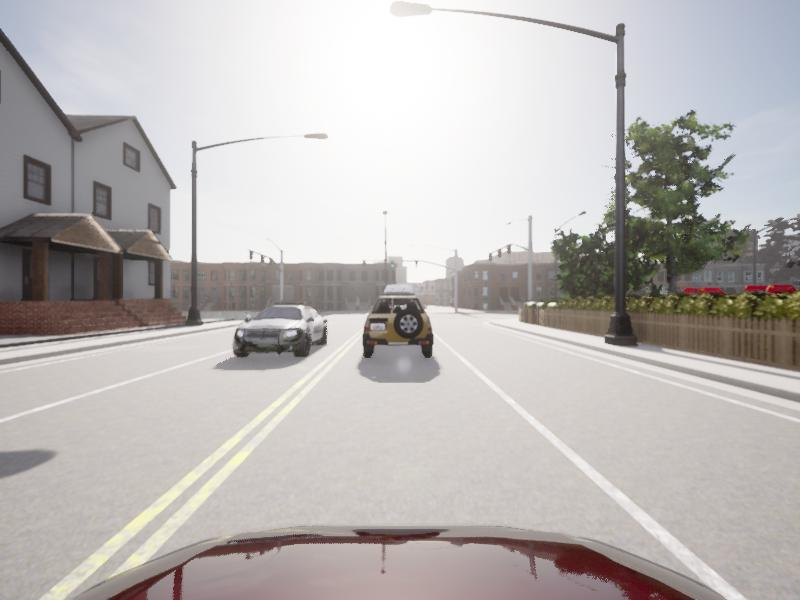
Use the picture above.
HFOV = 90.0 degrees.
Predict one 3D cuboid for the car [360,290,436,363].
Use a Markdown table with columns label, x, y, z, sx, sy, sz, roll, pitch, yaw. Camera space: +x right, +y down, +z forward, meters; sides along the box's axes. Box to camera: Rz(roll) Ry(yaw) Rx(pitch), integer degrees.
| label | x | y | z | sx | sy | sz | roll | pitch | yaw |
| --- | --- | --- | --- | --- | --- | --- | --- | --- | --- |
| car | -0.072 | 0.663 | 12.522 | 1.932 | 1.855 | 4.605 | 0 | 0 | -1 |

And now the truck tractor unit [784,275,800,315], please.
| label | x | y | z | sx | sy | sz | roll | pitch | yaw |
| --- | --- | --- | --- | --- | --- | --- | --- | --- | --- |
| truck tractor unit | 44.670 | -0.494 | 41.625 | 6.516 | 4.208 | 3.053 | 0 | 0 | -2 |

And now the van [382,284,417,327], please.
| label | x | y | z | sx | sy | sz | roll | pitch | yaw |
| --- | --- | --- | --- | --- | --- | --- | --- | --- | --- |
| van | 0.113 | 0.341 | 27.013 | 1.988 | 2.561 | 5.915 | 0 | 0 | 4 |

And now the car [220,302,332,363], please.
| label | x | y | z | sx | sy | sz | roll | pitch | yaw |
| --- | --- | --- | --- | --- | --- | --- | --- | --- | --- |
| car | -3.573 | 0.838 | 12.622 | 2.038 | 1.542 | 4.974 | 0 | 0 | -1 |
